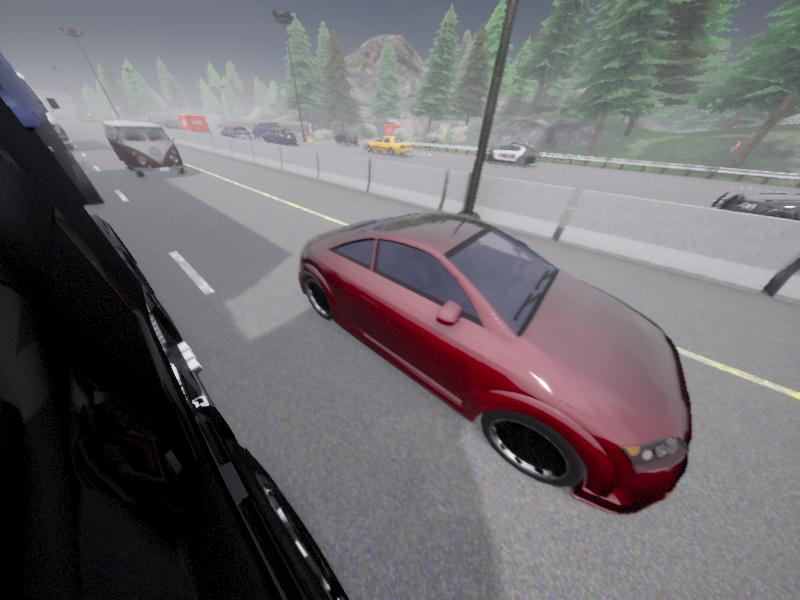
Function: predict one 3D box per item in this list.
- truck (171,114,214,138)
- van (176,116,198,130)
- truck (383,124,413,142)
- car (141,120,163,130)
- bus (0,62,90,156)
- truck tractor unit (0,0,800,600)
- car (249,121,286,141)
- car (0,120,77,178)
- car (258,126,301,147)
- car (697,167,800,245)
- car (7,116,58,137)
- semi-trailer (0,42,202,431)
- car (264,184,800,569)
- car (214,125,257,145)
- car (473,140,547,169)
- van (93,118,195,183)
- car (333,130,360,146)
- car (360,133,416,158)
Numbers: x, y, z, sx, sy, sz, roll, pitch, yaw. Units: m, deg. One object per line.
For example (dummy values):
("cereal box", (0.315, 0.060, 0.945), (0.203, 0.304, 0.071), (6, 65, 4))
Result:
("truck", (-29.386, -24.677, 32.778), (5.204, 2.467, 2.627), (28, 44, 30))
("van", (-49.182, -40.925, 53.302), (2.351, 2.431, 6.366), (-26, 45, -33))
("truck", (-0.326, -30.796, 42.687), (2.627, 2.467, 5.204), (27, 43, 29))
("car", (-49.580, -34.933, 46.157), (4.181, 1.385, 1.994), (29, 44, 31))
("bus", (-26.340, -12.970, 15.833), (10.273, 4.253, 3.944), (28, 44, 30))
("truck tractor unit", (-2.645, -0.295, 0.351), (6.516, 4.208, 3.053), (28, 44, 30))
("car", (-19.407, -24.692, 33.747), (5.566, 2.045, 2.150), (28, 44, 30))
("car", (-16.753, -6.795, 10.215), (4.553, 1.767, 2.097), (28, 44, 30))
("car", (-13.952, -18.921, 26.682), (4.611, 1.667, 2.242), (28, 44, 30))
("car", (12.177, -2.260, 6.126), (4.974, 1.542, 2.038), (28, 44, 30))
("car", (-38.825, -18.423, 24.517), (4.611, 1.667, 2.242), (28, 44, 30))
("semi-trailer", (-8.691, -3.602, 4.246), (14.254, 4.402, 2.717), (28, 44, 30))
("car", (0.614, -0.132, 2.717), (4.181, 1.385, 1.994), (28, 44, 30))
("car", (-18.590, -18.627, 26.044), (4.856, 1.649, 2.033), (28, 44, 30))
("car", (8.950, -12.190, 19.190), (4.974, 1.542, 2.038), (28, 44, 30))
("van", (-11.565, -6.859, 10.448), (4.442, 1.987, 1.775), (28, 44, 29))
("car", (-7.066, -21.255, 30.313), (1.789, 1.549, 3.705), (-25, 45, -31))
("car", (-1.232, -14.883, 22.130), (5.366, 1.575, 1.801), (28, 44, 30))
